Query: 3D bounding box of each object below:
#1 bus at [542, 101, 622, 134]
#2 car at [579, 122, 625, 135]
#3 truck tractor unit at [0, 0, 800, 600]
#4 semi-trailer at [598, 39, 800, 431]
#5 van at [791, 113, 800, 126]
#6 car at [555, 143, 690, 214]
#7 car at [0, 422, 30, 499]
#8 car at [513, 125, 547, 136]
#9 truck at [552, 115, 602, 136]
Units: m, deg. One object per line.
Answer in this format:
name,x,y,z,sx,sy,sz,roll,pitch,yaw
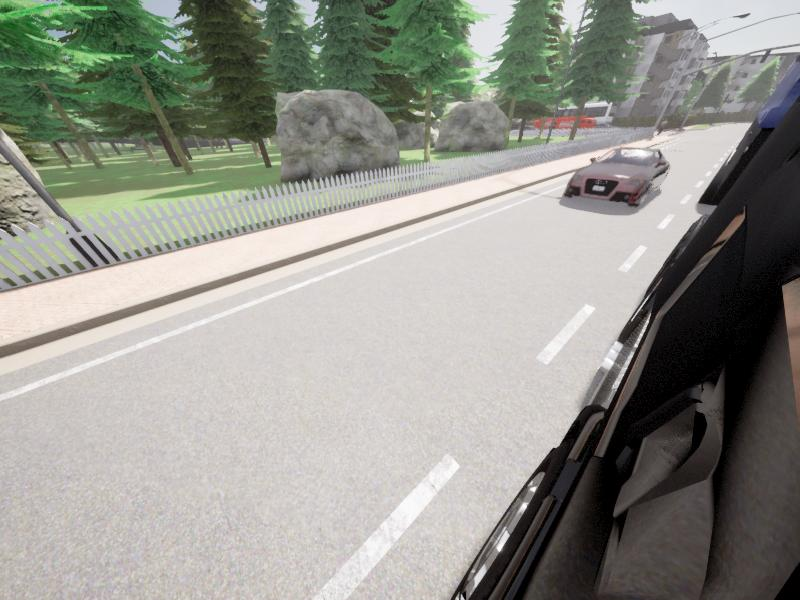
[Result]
bus,33.426,-33.926,43.293,3.944,4.253,10.273,-26,43,-28
car,31.962,-27.227,36.726,2.128,1.511,4.902,-26,43,-28
truck tractor unit,2.645,-0.295,0.352,6.516,4.208,3.053,-28,44,-30
semi-trailer,8.706,-3.602,4.216,14.254,4.402,2.717,-28,44,-30
van,65.939,-29.650,37.050,6.366,2.431,2.351,-26,43,-28
car,7.399,-4.235,7.689,4.181,1.385,1.994,-27,43,-29
car,-4.472,1.839,0.128,3.988,1.617,1.851,-27,43,-29
car,23.188,-30.318,41.424,1.837,1.490,4.892,-26,43,-28
truck,27.675,-27.361,36.376,2.627,2.467,5.204,-26,43,-28
